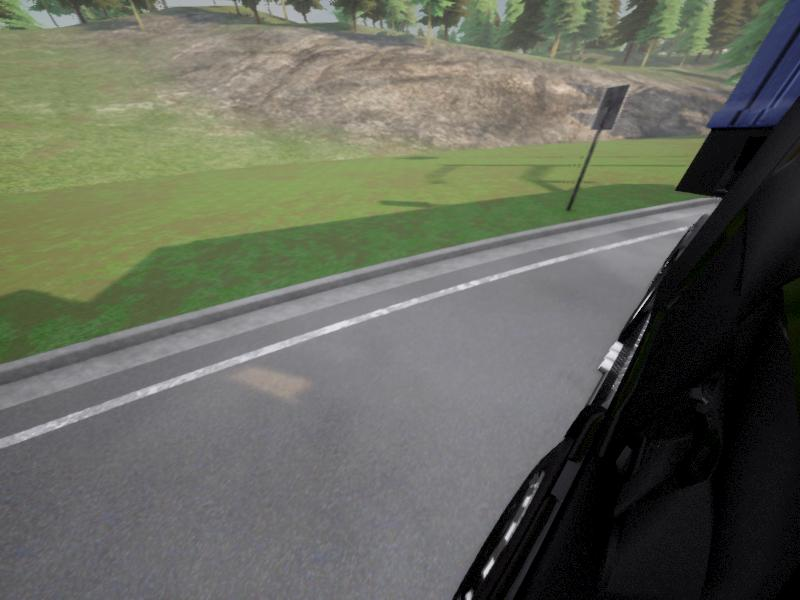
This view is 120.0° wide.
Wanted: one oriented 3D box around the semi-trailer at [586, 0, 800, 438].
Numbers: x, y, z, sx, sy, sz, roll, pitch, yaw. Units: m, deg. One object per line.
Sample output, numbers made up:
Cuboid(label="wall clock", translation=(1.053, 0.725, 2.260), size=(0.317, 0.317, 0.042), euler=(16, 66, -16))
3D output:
Cuboid(label="semi-trailer", translation=(9.729, -2.556, 2.813), size=(14.254, 4.402, 2.717), euler=(-14, 38, -15))

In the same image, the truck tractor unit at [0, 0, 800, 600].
Cuboid(label="truck tractor unit", translation=(2.645, -0.295, 0.351), size=(6.516, 4.208, 3.053), euler=(-28, 44, -30))
